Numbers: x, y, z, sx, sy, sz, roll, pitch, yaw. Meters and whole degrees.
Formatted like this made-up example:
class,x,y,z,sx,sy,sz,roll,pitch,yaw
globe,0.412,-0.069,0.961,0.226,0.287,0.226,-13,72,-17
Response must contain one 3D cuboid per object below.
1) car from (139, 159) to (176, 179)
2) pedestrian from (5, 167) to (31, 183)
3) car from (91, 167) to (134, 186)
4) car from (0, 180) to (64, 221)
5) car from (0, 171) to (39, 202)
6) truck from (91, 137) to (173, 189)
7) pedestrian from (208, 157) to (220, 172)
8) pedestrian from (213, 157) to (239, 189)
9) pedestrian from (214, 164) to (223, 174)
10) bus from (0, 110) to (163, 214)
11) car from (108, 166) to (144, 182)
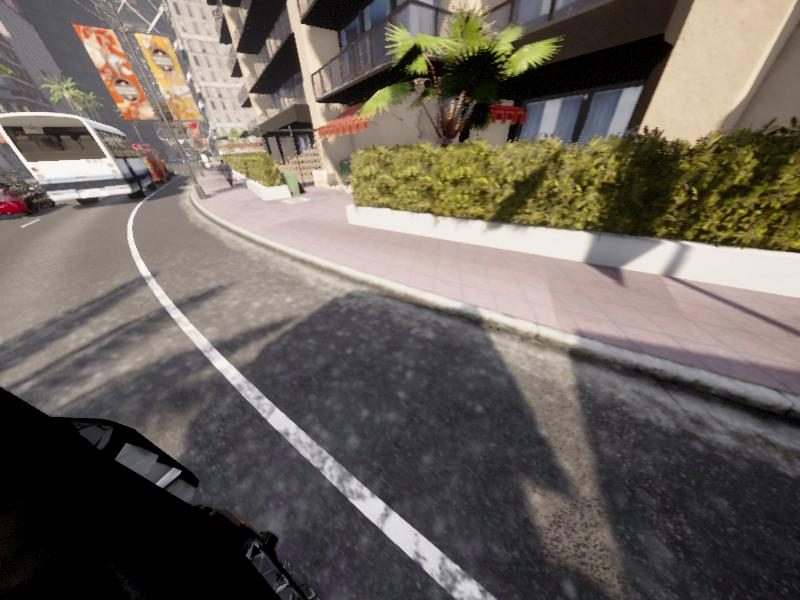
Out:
class,x,y,z,sx,sy,sz,roll,pitch,yaw
car,-32.461,-17.719,31.148,2.150,2.045,5.566,-23,39,-27
pedestrian,-51.202,-16.785,31.006,0.751,1.860,0.751,-15,36,-18
car,-32.386,-14.056,26.156,1.970,1.475,3.806,-23,39,-27
car,-20.590,-5.281,12.189,1.994,1.385,4.181,-25,39,-29
car,-30.828,-8.793,17.847,4.553,1.767,2.097,27,44,36
truck,-26.923,-14.229,23.884,2.891,3.827,8.468,-23,39,-27
pedestrian,-26.925,-19.628,33.447,0.751,1.860,0.751,-24,39,-29
pedestrian,-12.107,-8.822,16.106,0.751,1.860,0.751,-23,39,-28
pedestrian,-24.055,-17.403,30.577,0.500,1.100,0.500,-24,39,-28
bus,-20.054,-9.122,15.314,3.944,4.253,10.273,-24,39,-29
car,-35.814,-16.610,30.346,1.994,1.385,4.181,-23,38,-27
